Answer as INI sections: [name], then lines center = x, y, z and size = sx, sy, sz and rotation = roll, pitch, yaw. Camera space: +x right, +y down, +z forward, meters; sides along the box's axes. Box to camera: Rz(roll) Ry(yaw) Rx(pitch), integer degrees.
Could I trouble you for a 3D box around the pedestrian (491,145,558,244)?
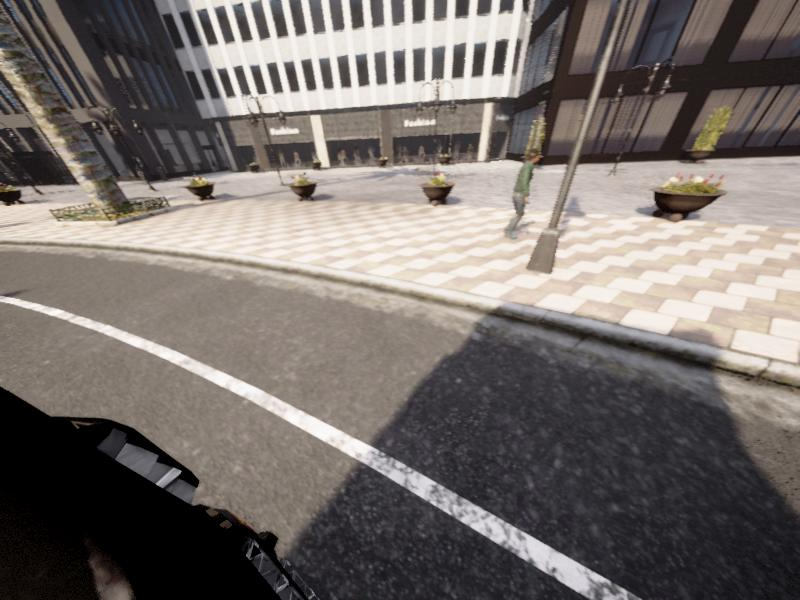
[pedestrian]
center = 2.633, -2.283, 5.110
size = 0.751, 1.860, 0.751
rotation = 4, 34, 10
